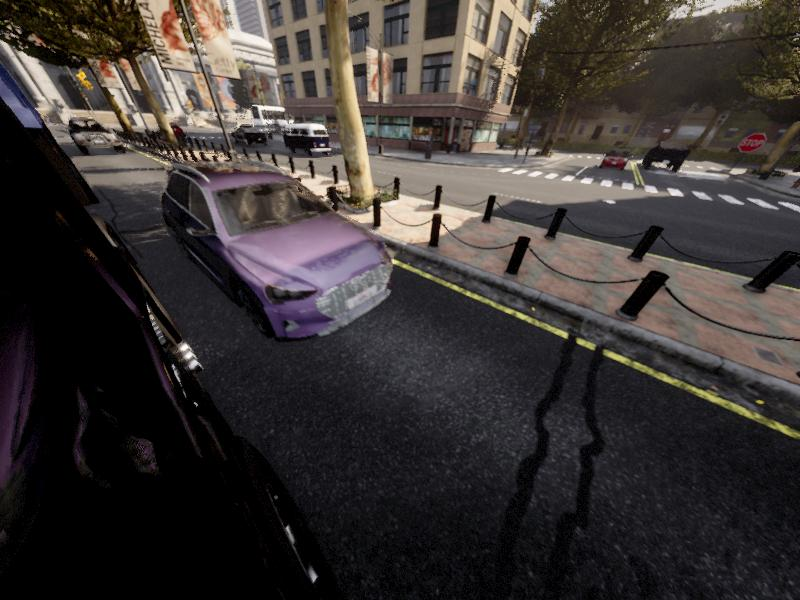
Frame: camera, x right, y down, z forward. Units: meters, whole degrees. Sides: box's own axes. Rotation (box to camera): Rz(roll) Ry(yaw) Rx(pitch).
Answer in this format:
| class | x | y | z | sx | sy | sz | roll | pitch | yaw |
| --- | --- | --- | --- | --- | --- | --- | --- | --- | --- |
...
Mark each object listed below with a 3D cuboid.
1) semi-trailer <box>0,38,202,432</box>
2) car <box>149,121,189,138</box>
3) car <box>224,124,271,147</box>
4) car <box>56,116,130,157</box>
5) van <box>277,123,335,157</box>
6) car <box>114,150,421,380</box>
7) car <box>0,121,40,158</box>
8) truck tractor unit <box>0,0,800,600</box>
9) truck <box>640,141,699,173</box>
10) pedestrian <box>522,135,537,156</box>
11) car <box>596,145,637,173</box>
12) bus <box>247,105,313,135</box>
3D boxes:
| class | x | y | z | sx | sy | sz | roll | pitch | yaw |
| --- | --- | --- | --- | --- | --- | --- | --- | --- | --- |
| semi-trailer | -8.731 | -3.594 | 4.179 | 14.254 | 4.402 | 2.717 | 28 | 44 | 29 |
| car | -29.189 | -21.572 | 29.184 | 4.792 | 1.488 | 2.163 | 27 | 43 | 29 |
| car | -16.179 | -17.492 | 24.501 | 5.238 | 1.638 | 1.930 | 28 | 44 | 29 |
| car | -19.496 | -10.426 | 14.670 | 4.605 | 1.855 | 1.932 | 27 | 43 | 30 |
| van | -7.744 | -13.239 | 19.067 | 4.480 | 2.038 | 2.069 | 27 | 43 | 30 |
| car | -2.304 | -1.245 | 3.812 | 4.856 | 1.649 | 2.033 | 28 | 44 | 29 |
| car | -22.776 | -9.279 | 13.233 | 4.892 | 1.490 | 1.837 | 28 | 43 | 29 |
| truck tractor unit | -2.645 | -0.295 | 0.351 | 6.516 | 4.208 | 3.053 | 28 | 44 | 30 |
| truck | 25.006 | -13.621 | 21.770 | 2.390 | 2.098 | 6.274 | 27 | 43 | 29 |
| pedestrian | 14.056 | -16.732 | 25.073 | 0.751 | 1.860 | 0.751 | 27 | 43 | 29 |
| car | 18.472 | -12.100 | 19.708 | 1.851 | 1.617 | 3.988 | 27 | 43 | 29 |
| bus | -23.631 | -35.948 | 46.408 | 3.944 | 4.253 | 10.273 | 28 | 44 | 30 |
